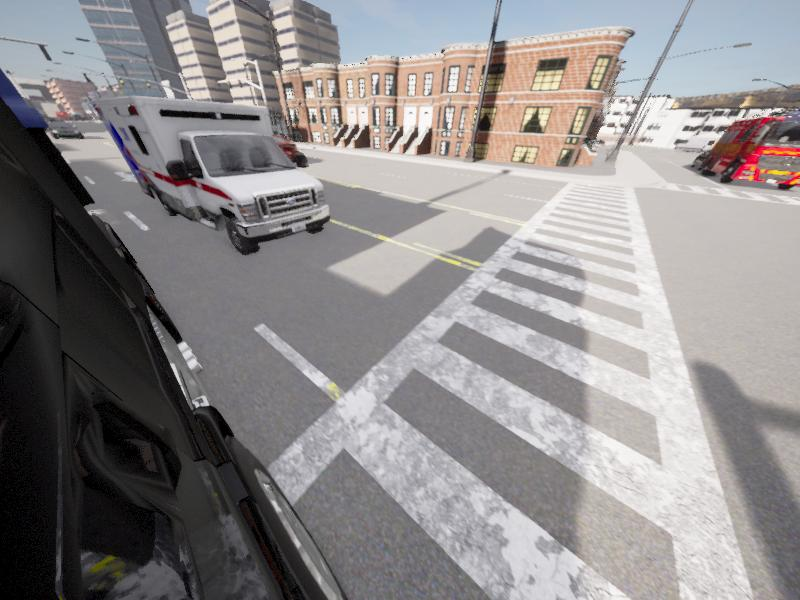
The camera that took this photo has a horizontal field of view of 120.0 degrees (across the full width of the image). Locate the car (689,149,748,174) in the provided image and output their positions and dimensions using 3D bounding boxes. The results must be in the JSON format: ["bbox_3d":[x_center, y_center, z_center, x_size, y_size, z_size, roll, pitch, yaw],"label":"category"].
[{"bbox_3d":[28.264,-12.541,20.733,1.837,1.490,4.892,26,43,28],"label":"car"}]

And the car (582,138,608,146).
[{"bbox_3d":[52.516,-42.620,62.316,2.128,1.511,4.902,-22,43,-29],"label":"car"}]

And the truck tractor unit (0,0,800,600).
[{"bbox_3d":[-2.645,-0.295,0.351,6.516,4.208,3.053,28,44,30],"label":"truck tractor unit"}]

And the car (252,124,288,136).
[{"bbox_3d":[-24.047,-31.488,42.932,1.930,1.638,5.238,26,43,28],"label":"car"}]

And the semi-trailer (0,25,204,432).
[{"bbox_3d":[-8.841,-3.495,4.096,14.254,4.402,2.717,26,43,28],"label":"semi-trailer"}]

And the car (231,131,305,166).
[{"bbox_3d":[-8.900,-10.266,15.545,5.008,1.535,1.882,26,43,28],"label":"car"}]

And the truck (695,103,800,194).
[{"bbox_3d":[23.415,-9.765,14.806,2.891,3.827,8.468,26,43,28],"label":"truck"}]

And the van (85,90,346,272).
[{"bbox_3d":[-4.517,-3.237,5.667,6.366,2.431,2.351,26,43,28],"label":"van"}]

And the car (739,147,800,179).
[{"bbox_3d":[31.243,-11.492,19.181,1.932,1.855,4.605,26,43,28],"label":"car"}]

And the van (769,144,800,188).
[{"bbox_3d":[26.551,-8.089,13.913,2.351,2.431,6.366,26,43,28],"label":"van"}]

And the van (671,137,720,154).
[{"bbox_3d":[61.698,-32.542,48.432,1.988,2.561,5.915,-1,37,-5],"label":"van"}]

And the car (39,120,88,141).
[{"bbox_3d":[-34.031,-17.168,23.339,4.974,1.542,2.038,26,43,28],"label":"car"}]
